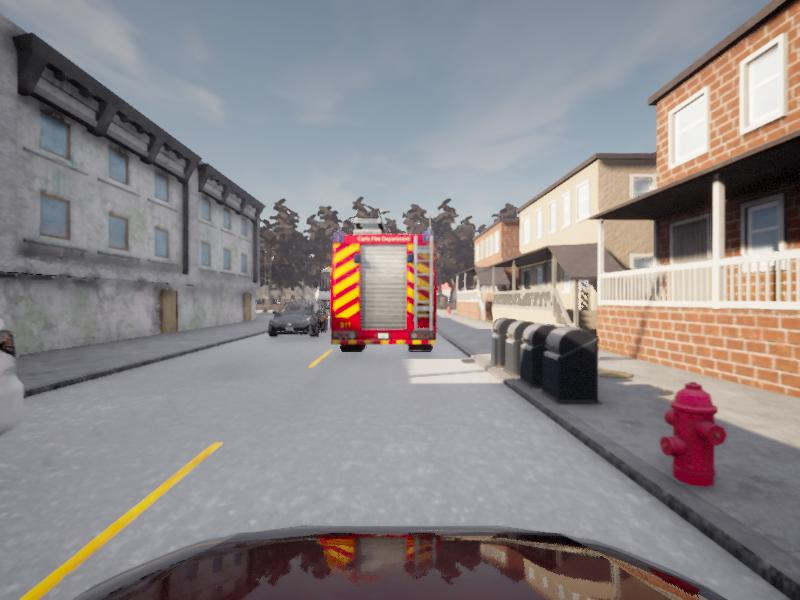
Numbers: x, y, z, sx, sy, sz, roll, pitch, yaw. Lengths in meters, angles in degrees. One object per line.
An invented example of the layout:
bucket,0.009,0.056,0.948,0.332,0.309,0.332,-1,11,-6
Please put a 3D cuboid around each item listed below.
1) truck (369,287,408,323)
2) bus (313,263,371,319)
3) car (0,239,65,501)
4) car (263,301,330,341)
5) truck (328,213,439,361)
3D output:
truck,-0.745,0.316,30.323,2.627,2.467,5.204,0,0,2
bus,-4.835,-0.574,35.853,3.944,4.253,10.273,0,-1,-2
car,-4.071,0.564,0.923,2.150,2.045,5.566,0,0,-3
car,-4.379,0.802,17.700,2.007,1.525,4.514,0,0,-3
truck,-0.368,-0.343,14.670,2.891,3.827,8.468,0,0,1
